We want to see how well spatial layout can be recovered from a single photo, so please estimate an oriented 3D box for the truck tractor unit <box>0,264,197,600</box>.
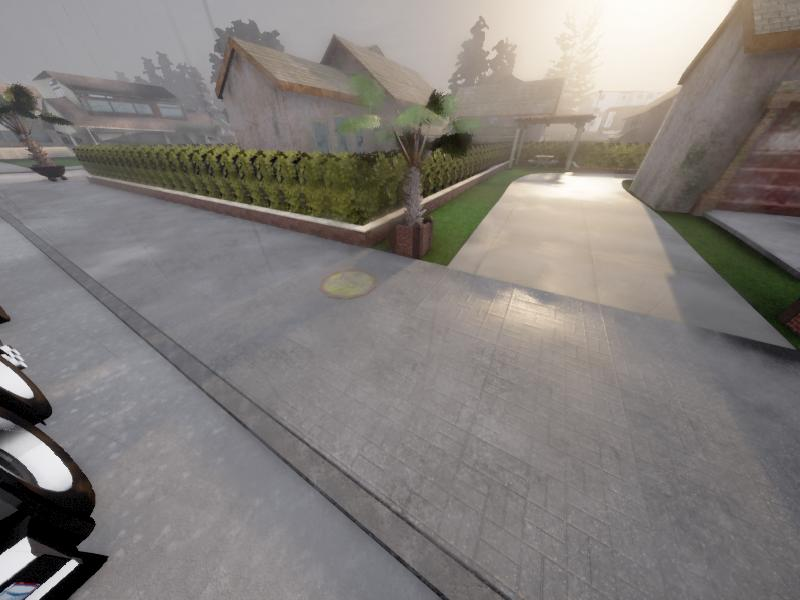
[{"bbox_3d":[-5.112,-0.300,0.780,6.516,4.208,3.053,18,39,24],"label":"truck tractor unit"}]
